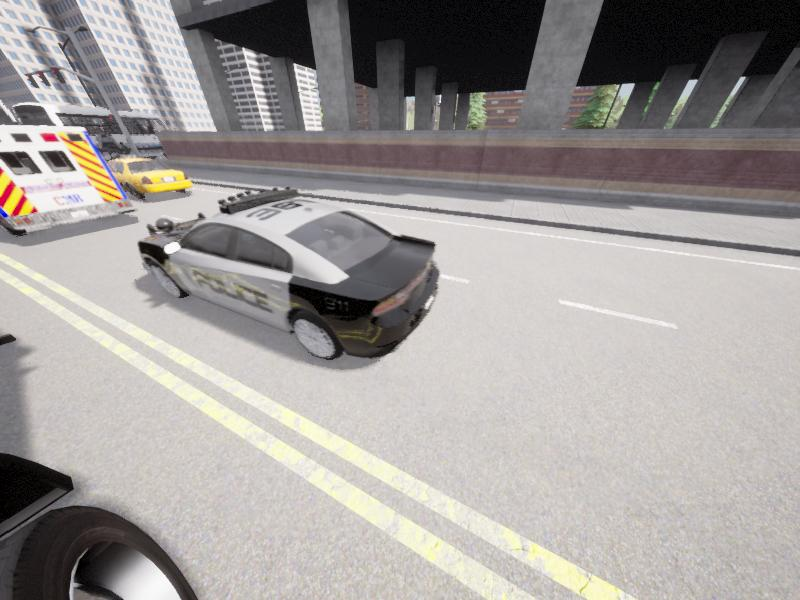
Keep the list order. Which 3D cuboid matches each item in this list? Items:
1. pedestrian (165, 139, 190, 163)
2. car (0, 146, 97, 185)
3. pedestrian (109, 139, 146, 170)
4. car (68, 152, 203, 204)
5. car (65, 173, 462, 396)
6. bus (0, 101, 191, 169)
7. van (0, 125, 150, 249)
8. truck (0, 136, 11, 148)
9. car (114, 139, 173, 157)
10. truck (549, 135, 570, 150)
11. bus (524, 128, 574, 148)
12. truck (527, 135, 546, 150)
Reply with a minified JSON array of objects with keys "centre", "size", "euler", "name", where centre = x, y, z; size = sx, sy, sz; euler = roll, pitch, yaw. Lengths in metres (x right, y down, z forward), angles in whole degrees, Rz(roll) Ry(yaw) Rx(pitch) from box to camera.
[{"centre":[-20.680,-13.868,21.511],"size":[0.751,1.860,0.751],"euler":[18,39,23],"name":"pedestrian"},{"centre":[-21.786,-8.341,14.142],"size":[4.611,1.667,2.242],"euler":[15,38,20],"name":"car"},{"centre":[-19.654,-10.485,16.721],"size":[0.751,1.860,0.751],"euler":[-1,35,-2],"name":"pedestrian"},{"centre":[-11.956,-5.665,10.487],"size":[5.366,1.575,1.801],"euler":[15,38,20],"name":"car"},{"centre":[-1.990,-0.791,3.591],"size":[5.238,1.638,1.930],"euler":[15,38,20],"name":"car"},{"centre":[-27.296,-15.613,22.181],"size":[3.944,4.253,10.273],"euler":[2,35,5],"name":"bus"},{"centre":[-11.329,-3.622,6.861],"size":[6.366,2.431,2.351],"euler":[15,38,20],"name":"van"},{"centre":[-83.825,-31.335,45.859],"size":[2.390,2.098,6.274],"euler":[15,38,20],"name":"truck"},{"centre":[-34.368,-20.523,31.143],"size":[1.932,1.855,4.605],"euler":[17,38,22],"name":"car"},{"centre":[33.342,-33.006,48.477],"size":[2.615,2.467,5.204],"euler":[15,38,20],"name":"truck"},{"centre":[39.972,-43.836,62.591],"size":[10.273,4.253,3.944],"euler":[15,38,20],"name":"bus"},{"centre":[29.431,-34.064,49.950],"size":[2.615,2.467,5.204],"euler":[15,38,20],"name":"truck"}]
